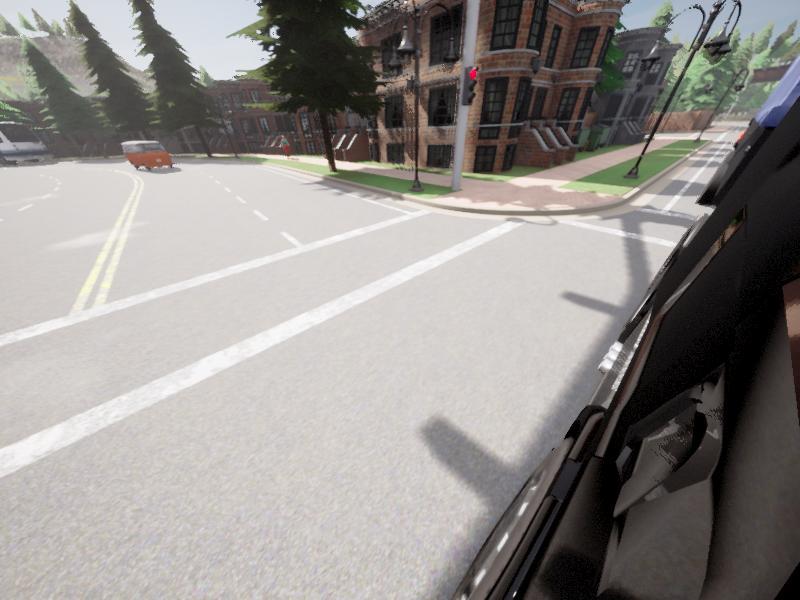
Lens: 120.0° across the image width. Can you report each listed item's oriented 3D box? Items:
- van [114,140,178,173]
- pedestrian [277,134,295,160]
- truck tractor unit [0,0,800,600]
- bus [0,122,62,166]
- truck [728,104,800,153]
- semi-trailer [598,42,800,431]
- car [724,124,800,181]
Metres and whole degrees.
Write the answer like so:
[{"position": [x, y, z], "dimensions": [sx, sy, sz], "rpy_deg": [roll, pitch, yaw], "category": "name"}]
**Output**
[{"position": [-20.927, -11.860, 19.026], "dimensions": [4.442, 1.987, 1.775], "rpy_deg": [18, 42, 26], "category": "van"}, {"position": [-10.020, -13.430, 20.312], "dimensions": [0.751, 1.860, 0.751], "rpy_deg": [-25, 43, -28], "category": "pedestrian"}, {"position": [2.645, -0.295, 0.352], "dimensions": [6.516, 4.208, 3.053], "rpy_deg": [-28, 44, -30], "category": "truck tractor unit"}, {"position": [-51.213, -19.156, 28.633], "dimensions": [10.273, 4.253, 3.944], "rpy_deg": [-2, 36, 0], "category": "bus"}, {"position": [25.771, -11.857, 15.917], "dimensions": [5.204, 2.467, 2.627], "rpy_deg": [-28, 44, -30], "category": "truck"}, {"position": [8.700, -3.594, 4.240], "dimensions": [14.254, 4.402, 2.717], "rpy_deg": [-28, 44, -30], "category": "semi-trailer"}, {"position": [16.594, -6.643, 10.176], "dimensions": [5.238, 1.638, 1.930], "rpy_deg": [-28, 44, -30], "category": "car"}]
